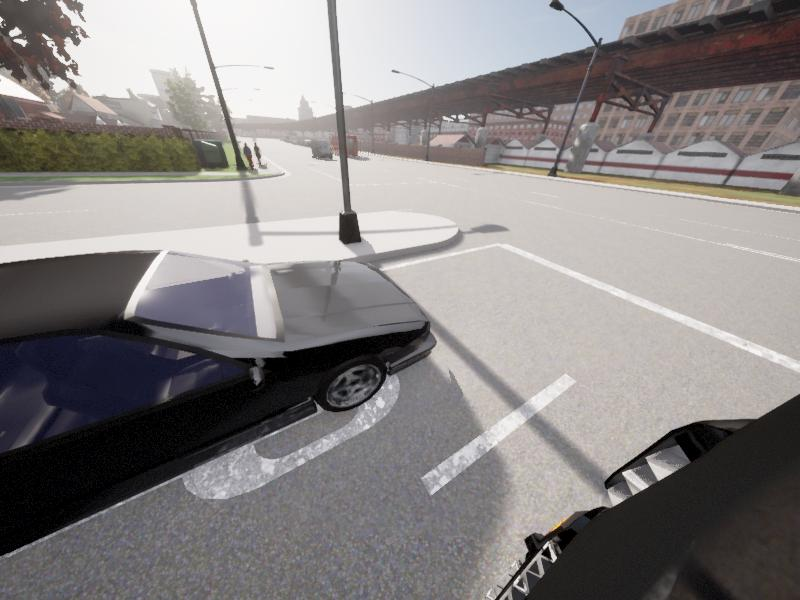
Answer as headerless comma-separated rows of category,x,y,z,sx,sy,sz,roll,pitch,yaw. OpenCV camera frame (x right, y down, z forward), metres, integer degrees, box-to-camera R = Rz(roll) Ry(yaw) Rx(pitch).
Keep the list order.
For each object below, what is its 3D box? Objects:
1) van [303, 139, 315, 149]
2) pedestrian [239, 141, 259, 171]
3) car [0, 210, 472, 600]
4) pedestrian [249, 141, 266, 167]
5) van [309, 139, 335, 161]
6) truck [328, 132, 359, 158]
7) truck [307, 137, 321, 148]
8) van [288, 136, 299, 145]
van,-26.055,-44.861,66.316,2.069,2.038,4.480,-16,39,-26
pedestrian,-11.199,-10.650,17.116,0.751,1.860,0.751,-17,38,-27
car,-2.268,0.470,1.802,5.357,1.411,2.033,-16,38,-26
pedestrian,-12.292,-12.603,19.973,0.751,1.860,0.751,-8,35,-16
van,-11.963,-22.952,35.239,1.988,2.561,5.915,-16,38,-26
truck,-11.204,-30.575,45.423,2.891,3.827,8.468,-17,39,-27
truck,-27.402,-50.380,73.776,2.627,2.467,5.204,-16,39,-26
van,-38.595,-57.838,83.523,2.351,2.431,6.366,-16,39,-26
